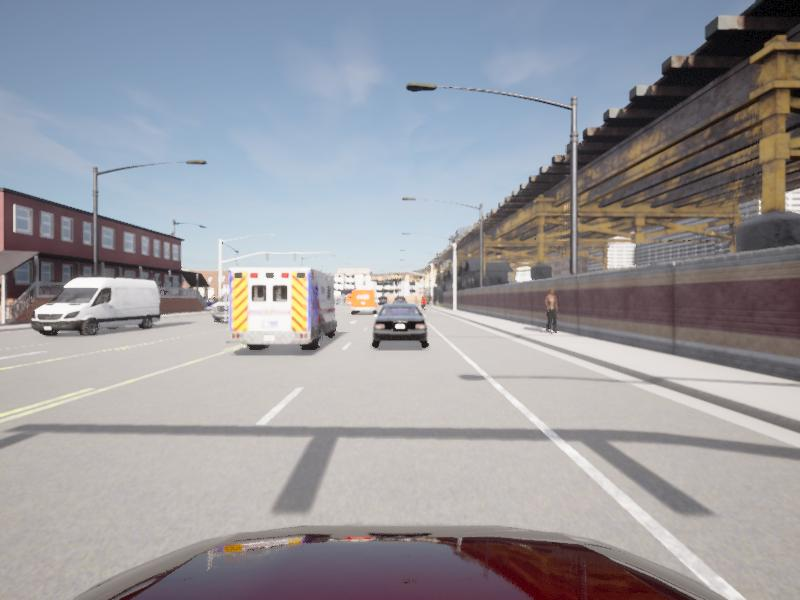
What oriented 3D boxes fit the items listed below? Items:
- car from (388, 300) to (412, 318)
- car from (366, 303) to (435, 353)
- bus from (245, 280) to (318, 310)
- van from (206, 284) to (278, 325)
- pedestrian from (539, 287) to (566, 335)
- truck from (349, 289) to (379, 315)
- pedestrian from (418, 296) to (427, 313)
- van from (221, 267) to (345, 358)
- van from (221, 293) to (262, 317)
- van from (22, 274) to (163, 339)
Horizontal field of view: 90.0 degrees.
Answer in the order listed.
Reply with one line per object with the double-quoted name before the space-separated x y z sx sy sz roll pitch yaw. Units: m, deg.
"car" 0.001 0.735 35.537 2.033 1.411 5.357 0 0 0
"car" 0.003 0.830 14.458 2.033 1.411 5.357 0 0 0
"bus" -18.671 -0.804 63.398 10.273 4.253 3.944 2 0 0
"van" -10.503 0.256 27.275 2.351 2.431 6.366 0 0 0
"pedestrian" 6.044 0.413 15.894 0.751 1.860 0.751 0 0 -2
"truck" -3.602 0.177 41.073 2.627 2.467 5.204 0 1 -1
"pedestrian" 2.502 0.440 43.980 0.751 1.860 0.751 0 0 29
"van" -3.544 0.316 13.790 2.351 2.431 6.366 0 0 0
"van" -13.898 0.441 35.373 1.775 1.987 4.442 0 0 1
"van" -13.856 0.240 18.714 1.988 2.561 5.915 0 0 1
